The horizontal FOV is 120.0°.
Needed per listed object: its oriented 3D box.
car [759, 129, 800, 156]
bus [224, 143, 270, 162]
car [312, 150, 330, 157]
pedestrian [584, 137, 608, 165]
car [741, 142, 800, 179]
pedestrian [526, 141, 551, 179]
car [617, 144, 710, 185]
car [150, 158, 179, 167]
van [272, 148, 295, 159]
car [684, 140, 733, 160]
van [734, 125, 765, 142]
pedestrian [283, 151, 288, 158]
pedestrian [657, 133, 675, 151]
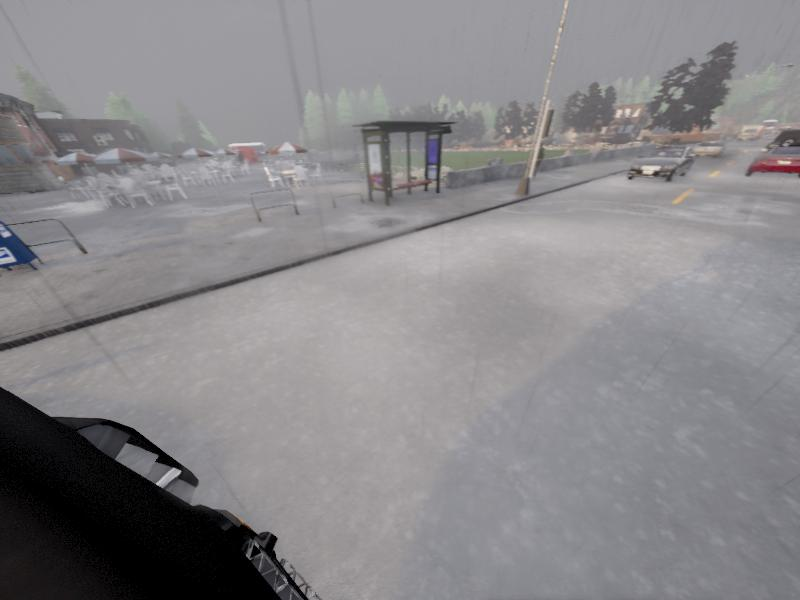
[{"bbox_3d":[34.963,-14.293,20.930,3.866,1.878,1.905,-24,40,-29],"label":"car"},{"bbox_3d":[-45.807,-44.501,69.470,10.273,4.253,3.944,-24,40,-29],"label":"bus"},{"bbox_3d":[-26.590,-49.433,77.773,4.856,1.649,2.033,-24,40,-29],"label":"car"},{"bbox_3d":[16.211,-12.310,19.118,0.751,1.860,0.751,-23,39,-27],"label":"pedestrian"},{"bbox_3d":[20.713,-7.587,12.448,4.181,1.385,1.994,-24,40,-29],"label":"car"},{"bbox_3d":[8.081,-8.179,13.558,0.751,1.860,0.751,13,37,22],"label":"pedestrian"},{"bbox_3d":[14.525,-7.563,12.726,4.902,1.511,2.128,-24,39,-28],"label":"car"},{"bbox_3d":[-59.060,-34.641,58.105,4.856,1.649,2.033,-24,40,-29],"label":"car"},{"bbox_3d":[-37.794,-47.527,74.901,5.915,2.561,1.988,-24,40,-29],"label":"van"},{"bbox_3d":[28.536,-13.916,21.362,4.718,1.301,1.895,-24,40,-29],"label":"car"},{"bbox_3d":[68.106,-32.408,45.010,6.366,2.431,2.351,-24,40,-29],"label":"van"},{"bbox_3d":[-33.693,-42.748,67.922,0.751,1.860,0.751,-25,40,-29],"label":"pedestrian"},{"bbox_3d":[34.895,-20.719,30.283,0.751,1.860,0.751,-26,40,-31],"label":"pedestrian"}]
